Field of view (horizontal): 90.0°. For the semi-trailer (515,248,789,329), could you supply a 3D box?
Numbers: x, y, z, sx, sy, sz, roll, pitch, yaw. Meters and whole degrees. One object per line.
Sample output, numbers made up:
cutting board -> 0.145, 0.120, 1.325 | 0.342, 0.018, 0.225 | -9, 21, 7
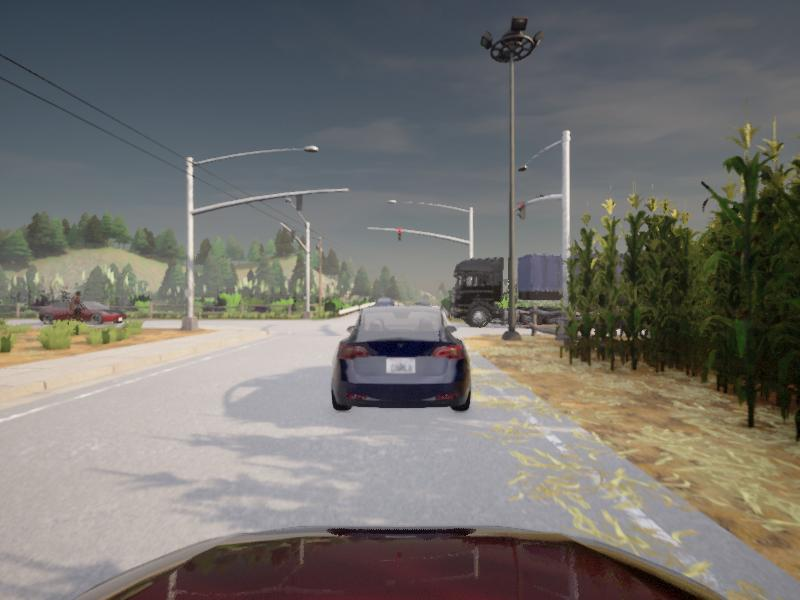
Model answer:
semi-trailer -> 14.272, -0.637, 23.379 | 14.254, 4.402, 2.717 | 0, 0, 0

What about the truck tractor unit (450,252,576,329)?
truck tractor unit -> 6.357, -0.539, 23.442 | 6.516, 4.208, 3.053 | 0, 0, 1

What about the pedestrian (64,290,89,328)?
pedestrian -> -16.244, 0.434, 20.092 | 0.751, 1.860, 0.751 | 0, 0, -15

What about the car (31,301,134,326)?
car -> -19.720, 0.796, 24.990 | 4.792, 1.488, 2.163 | 0, 0, 3

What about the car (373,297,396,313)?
car -> -1.594, 0.443, 42.360 | 1.812, 1.442, 4.674 | 0, 3, 6

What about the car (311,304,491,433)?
car -> 0.028, 0.845, 7.197 | 2.163, 1.488, 4.792 | 0, 0, 0
